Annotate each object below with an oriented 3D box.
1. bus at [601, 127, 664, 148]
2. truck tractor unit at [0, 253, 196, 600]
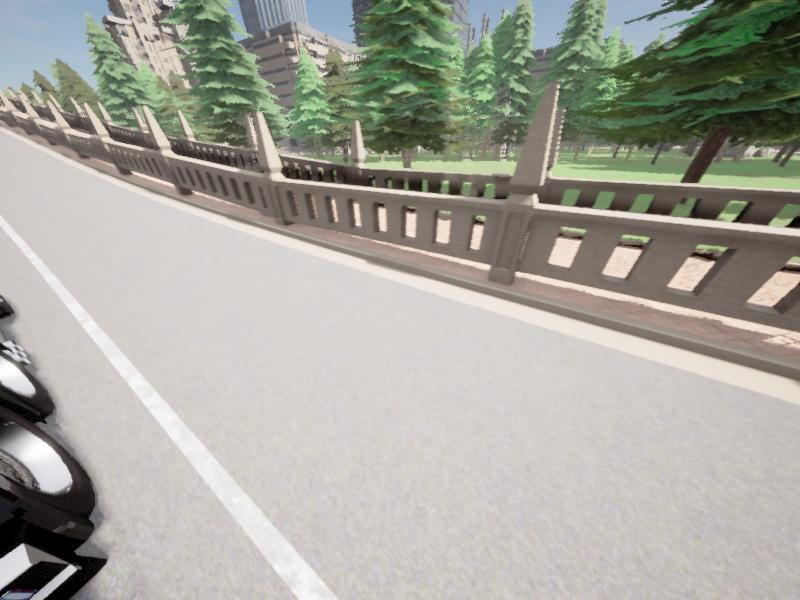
[{"bbox_3d":[60.106,-42.306,60.359,10.273,4.253,3.944,18,39,26],"label":"bus"},{"bbox_3d":[-5.083,-0.334,0.775,6.516,4.208,3.053,20,40,24],"label":"truck tractor unit"}]
